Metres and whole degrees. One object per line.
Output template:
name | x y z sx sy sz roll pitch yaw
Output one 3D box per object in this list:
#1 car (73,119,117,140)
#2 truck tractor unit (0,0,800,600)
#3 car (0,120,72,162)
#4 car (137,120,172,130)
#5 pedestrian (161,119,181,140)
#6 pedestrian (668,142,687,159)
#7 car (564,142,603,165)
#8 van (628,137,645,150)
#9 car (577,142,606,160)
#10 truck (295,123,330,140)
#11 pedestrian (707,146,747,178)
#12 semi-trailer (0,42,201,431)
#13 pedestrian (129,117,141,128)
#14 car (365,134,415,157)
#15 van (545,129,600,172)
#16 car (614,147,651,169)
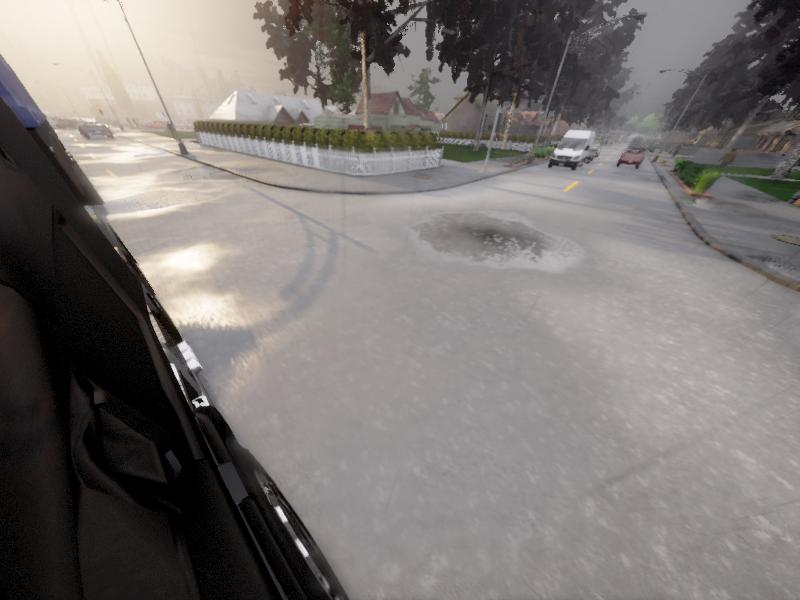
car | -34.235 -19.137 25.886 5.027 1.651 2.152 28 44 30
truck tractor unit | -2.645 -0.295 0.351 6.516 4.208 3.053 28 44 30
car | -21.746 -9.399 13.539 4.611 1.667 2.242 28 44 30
car | -50.843 -36.268 47.942 2.007 1.525 4.514 28 43 30
pedestrian | -25.630 -19.036 25.861 0.751 1.860 0.751 23 41 25
pedestrian | 37.191 -20.002 30.991 0.751 1.860 0.751 28 44 30
car | 19.147 -15.326 24.029 2.152 1.651 5.027 28 44 30
van | 59.604 -39.638 58.321 1.988 2.561 5.915 28 44 30
car | 23.755 -18.463 28.555 1.801 1.575 5.366 28 44 30
truck | -13.548 -26.405 36.230 2.069 2.038 4.478 28 44 30
pedestrian | 23.740 -10.046 16.810 0.751 1.860 0.751 28 44 30
semi-trailer | -8.700 -3.593 4.242 14.254 4.402 2.717 28 44 30
pedestrian | -54.471 -36.504 47.515 0.751 1.860 0.751 25 42 27
car | -0.939 -13.872 20.624 4.181 1.381 1.994 28 44 30
van | 14.239 -12.328 18.948 1.988 2.561 5.915 28 44 30
car | 21.855 -13.426 21.722 1.845 1.501 3.633 28 44 30
